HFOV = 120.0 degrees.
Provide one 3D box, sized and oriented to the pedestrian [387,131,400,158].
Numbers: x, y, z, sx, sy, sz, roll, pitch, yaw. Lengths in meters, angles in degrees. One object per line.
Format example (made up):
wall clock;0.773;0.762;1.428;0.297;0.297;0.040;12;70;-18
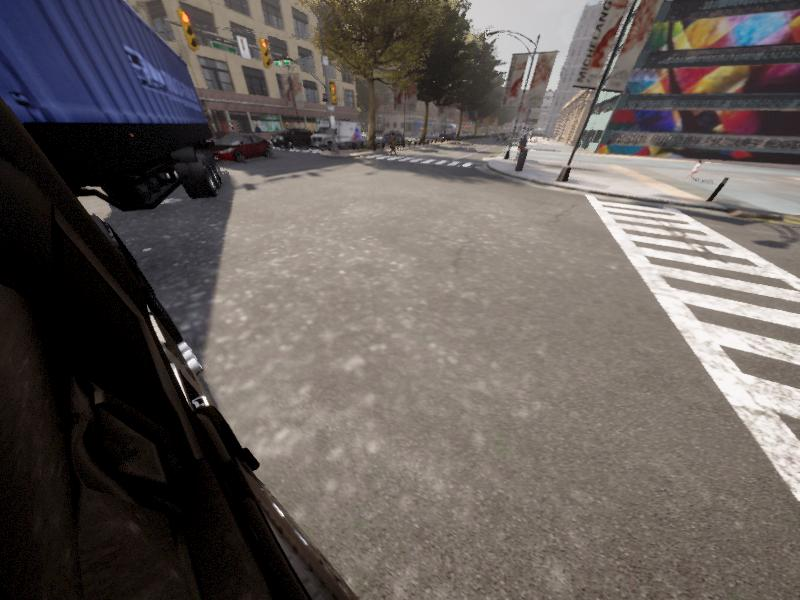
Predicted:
pedestrian;-0.573;-13.243;19.682;0.751;1.860;0.751;22;41;25

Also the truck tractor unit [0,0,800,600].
truck tractor unit;-2.645;-0.295;0.352;6.516;4.208;3.053;28;44;30

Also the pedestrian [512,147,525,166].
pedestrian;8.555;-10.408;16.729;0.500;1.100;0.500;13;38;14

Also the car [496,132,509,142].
car;25.928;-41.231;58.386;1.932;1.855;4.605;17;39;19

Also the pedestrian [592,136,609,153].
pedestrian;26.878;-20.898;31.031;0.751;1.860;0.751;7;37;7

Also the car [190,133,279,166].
car;-10.767;-10.320;15.633;2.163;1.488;4.792;7;37;7

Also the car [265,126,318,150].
car;-11.065;-16.856;24.013;1.932;1.855;4.605;19;40;22

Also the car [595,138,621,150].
car;36.685;-27.560;40.839;2.161;1.482;4.786;17;39;19

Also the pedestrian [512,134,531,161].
pedestrian;10.208;-12.813;19.387;0.751;1.860;0.751;25;43;28

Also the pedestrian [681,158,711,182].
pedestrian;16.737;-7.378;13.088;0.500;1.100;0.500;23;42;26

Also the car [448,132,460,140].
car;13.942;-42.302;59.583;1.812;1.442;4.674;17;39;19

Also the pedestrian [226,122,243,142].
pedestrian;-19.707;-20.038;27.554;0.751;1.860;0.751;19;40;22

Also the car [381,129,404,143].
car;-1.263;-28.635;40.294;2.097;1.767;4.553;17;39;19

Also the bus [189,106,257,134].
bus;-37.196;-38.267;49.328;3.944;4.253;10.273;17;39;19

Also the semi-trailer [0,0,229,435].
semi-trailer;-6.928;-4.392;5.440;2.717;4.402;14.254;-17;41;-23

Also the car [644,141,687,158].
car;35.408;-20.288;31.000;2.128;1.511;4.902;17;39;19

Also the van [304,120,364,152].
van;-6.666;-17.356;24.440;2.351;2.431;6.366;17;39;19

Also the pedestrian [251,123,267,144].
pedestrian;-15.837;-18.663;25.910;0.751;1.860;0.751;5;37;3
